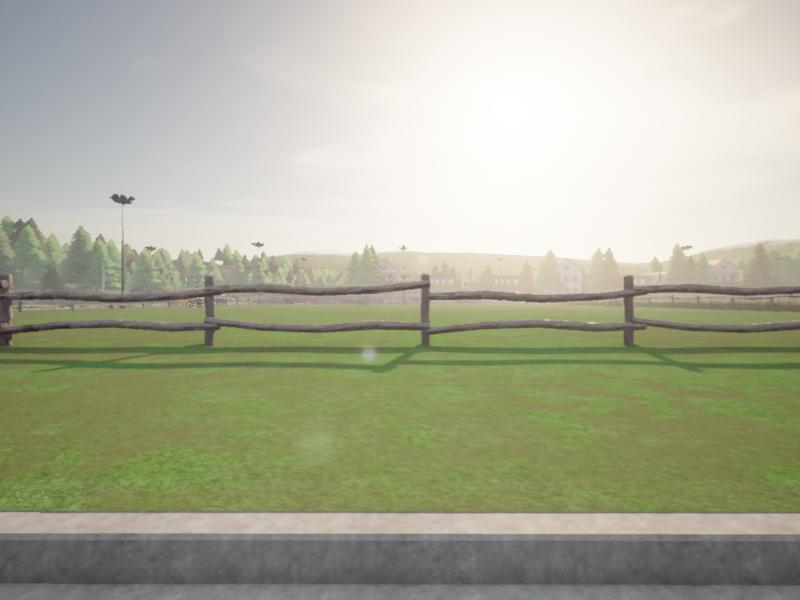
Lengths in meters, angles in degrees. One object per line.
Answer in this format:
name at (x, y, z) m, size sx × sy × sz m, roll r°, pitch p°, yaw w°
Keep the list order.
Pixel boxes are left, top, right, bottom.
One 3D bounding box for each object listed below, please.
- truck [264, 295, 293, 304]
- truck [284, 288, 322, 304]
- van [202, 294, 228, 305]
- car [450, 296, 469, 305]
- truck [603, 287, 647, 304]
truck at (-27.775, -0.059, 91.347) m, size 6.274 × 2.098 × 2.390 m, roll 0°, pitch 0°, yaw -18°
truck at (-23.145, -0.923, 95.667) m, size 8.468 × 3.827 × 2.891 m, roll 0°, pitch 0°, yaw -3°
van at (-35.824, -0.023, 77.591) m, size 2.069 × 2.038 × 4.480 m, roll 0°, pitch 0°, yaw 18°
car at (12.646, 0.054, 84.924) m, size 3.866 × 1.878 × 1.905 m, roll 0°, pitch 0°, yaw 0°
truck at (51.371, -0.932, 91.652) m, size 8.468 × 3.827 × 2.891 m, roll 0°, pitch 0°, yaw 0°
